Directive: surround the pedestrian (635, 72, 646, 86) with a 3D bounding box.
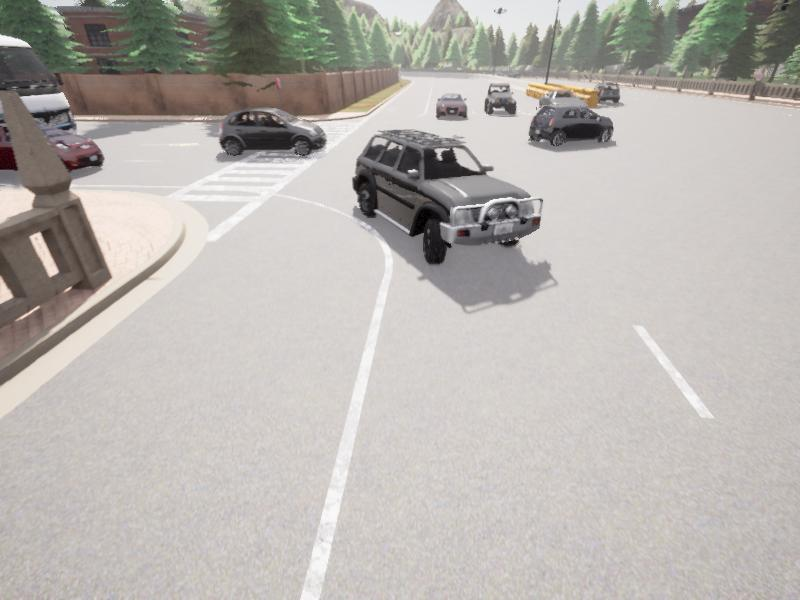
[{"bbox_3d":[36.148,-33.294,60.176,0.751,1.860,0.751,2,30,4],"label":"pedestrian"}]

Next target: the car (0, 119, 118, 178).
[{"bbox_3d":[-11.849,-4.986,13.063,3.633,1.501,1.845,2,30,4],"label":"car"}]

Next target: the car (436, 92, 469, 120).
[{"bbox_3d":[3.456,-13.058,26.834,1.994,1.385,4.181,2,30,4],"label":"car"}]

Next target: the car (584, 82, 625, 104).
[{"bbox_3d":[18.369,-18.735,36.135,1.851,1.617,3.988,2,31,4],"label":"car"}]

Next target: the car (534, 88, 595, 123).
[{"bbox_3d":[10.382,-12.600,25.742,2.152,1.651,5.027,2,30,4],"label":"car"}]

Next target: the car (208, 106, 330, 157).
[{"bbox_3d":[-4.983,-6.659,15.775,3.988,1.617,1.851,1,30,1],"label":"car"}]

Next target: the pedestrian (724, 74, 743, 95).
[{"bbox_3d":[35.217,-22.796,42.303,0.751,1.860,0.751,3,31,5],"label":"pedestrian"}]

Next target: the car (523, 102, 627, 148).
[{"bbox_3d":[7.614,-7.741,17.582,3.633,1.501,1.845,-10,32,-16],"label":"car"}]

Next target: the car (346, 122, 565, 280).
[{"bbox_3d":[0.655,-2.349,8.118,1.932,1.855,4.605,-13,32,-24],"label":"car"}]

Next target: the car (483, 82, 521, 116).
[{"bbox_3d":[7.128,-14.345,28.475,1.905,1.878,3.866,2,31,4],"label":"car"}]

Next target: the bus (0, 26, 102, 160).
[{"bbox_3d":[-18.986,-8.246,15.996,10.273,4.253,3.944,2,30,4],"label":"bus"}]
